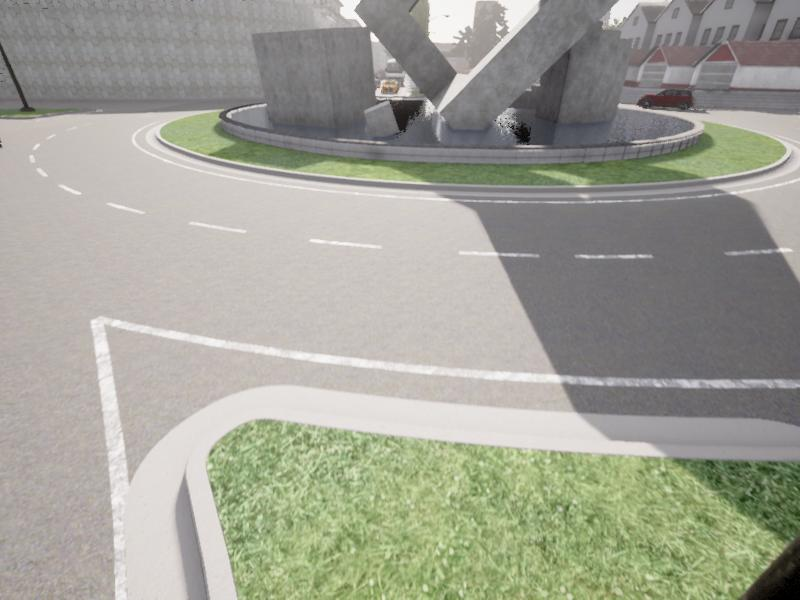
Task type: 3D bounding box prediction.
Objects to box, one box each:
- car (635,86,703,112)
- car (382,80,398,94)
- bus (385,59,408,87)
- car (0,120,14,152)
[{"bbox_3d":[24.277,-18.282,36.250,4.553,1.767,2.097,24,37,34],"label":"car"},{"bbox_3d":[-1.330,-28.766,53.957,1.882,1.535,5.008,2,30,2],"label":"car"},{"bbox_3d":[-0.622,-42.908,75.453,3.944,4.253,10.273,1,30,1],"label":"bus"},{"bbox_3d":[-18.068,-7.079,16.187,5.238,1.638,1.930,21,35,30],"label":"car"}]
